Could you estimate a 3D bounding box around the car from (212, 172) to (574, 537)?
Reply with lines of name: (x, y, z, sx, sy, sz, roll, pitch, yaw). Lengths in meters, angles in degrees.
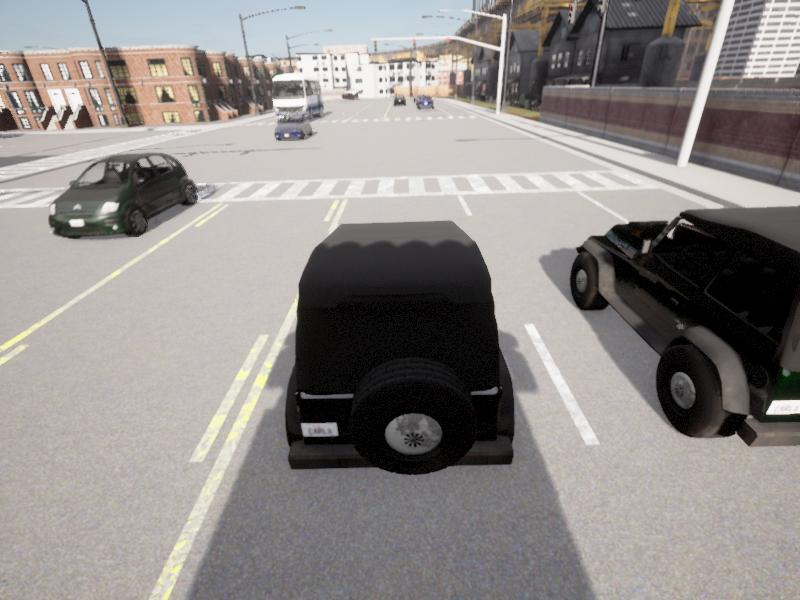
car: (-0.012, 0.011, 4.249, 1.905, 1.878, 3.866, -2, 28, 1)

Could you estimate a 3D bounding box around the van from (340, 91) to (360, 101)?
van: (-12.016, -49.394, 96.828, 4.480, 2.038, 2.069, 19, 35, 34)

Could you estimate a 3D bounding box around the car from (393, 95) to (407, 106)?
car: (-0.035, -32.697, 65.532, 2.163, 1.488, 4.792, -2, 28, 1)

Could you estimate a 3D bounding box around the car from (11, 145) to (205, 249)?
car: (-7.011, -2.826, 10.312, 1.851, 1.617, 3.988, -2, 28, 1)

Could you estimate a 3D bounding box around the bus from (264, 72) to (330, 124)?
bus: (-10.443, -21.335, 42.190, 3.944, 4.253, 10.273, -2, 28, 1)

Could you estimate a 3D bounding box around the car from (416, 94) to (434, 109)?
car: (3.467, -27.617, 55.688, 2.152, 1.651, 5.027, -2, 28, 1)

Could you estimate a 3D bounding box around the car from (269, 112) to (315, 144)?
car: (-7.011, -11.415, 26.428, 1.816, 1.474, 4.193, -2, 28, 1)

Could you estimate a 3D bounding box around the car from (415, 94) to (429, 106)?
car: (3.464, -31.589, 63.166, 1.882, 1.535, 5.008, -2, 28, 1)

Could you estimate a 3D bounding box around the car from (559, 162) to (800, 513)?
car: (3.486, -0.144, 4.295, 1.905, 1.878, 3.866, -2, 28, 1)
